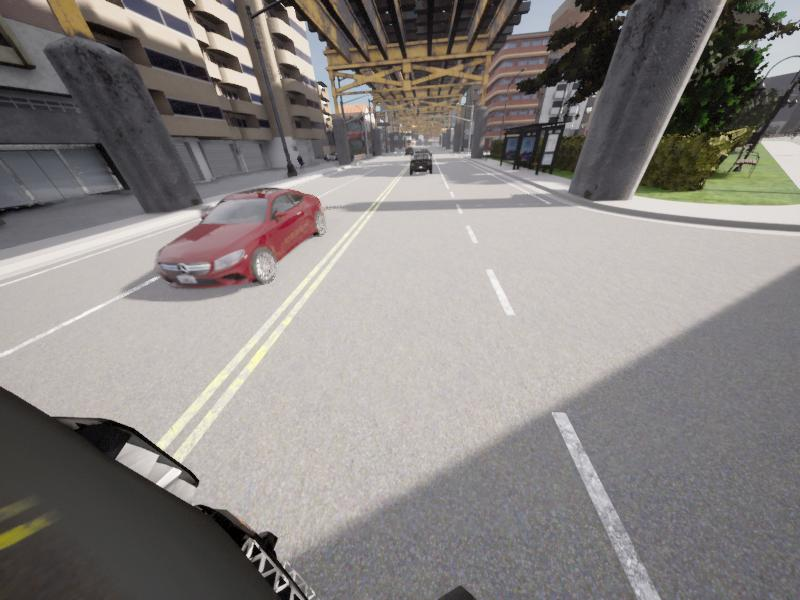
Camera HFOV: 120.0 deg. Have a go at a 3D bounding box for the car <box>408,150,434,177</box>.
[{"bbox_3d":[1.881,-12.092,20.250,1.930,1.638,5.238,1,34,6],"label":"car"}]

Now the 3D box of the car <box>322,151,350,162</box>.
[{"bbox_3d":[-12.439,-27.730,44.701,4.974,1.542,2.038,16,38,26],"label":"car"}]

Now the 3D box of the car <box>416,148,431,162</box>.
[{"bbox_3d":[3.539,-21.590,34.327,2.038,1.542,4.974,1,34,6],"label":"car"}]

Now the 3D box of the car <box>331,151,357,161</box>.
[{"bbox_3d":[-11.710,-30.051,48.090,4.974,1.542,2.038,-10,35,-11],"label":"car"}]

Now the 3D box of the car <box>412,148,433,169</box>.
[{"bbox_3d":[2.590,-16.030,26.061,2.152,1.651,5.027,1,34,6],"label":"car"}]

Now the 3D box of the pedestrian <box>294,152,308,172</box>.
[{"bbox_3d":[-10.684,-14.922,24.976,0.751,1.860,0.751,2,34,7],"label":"pedestrian"}]

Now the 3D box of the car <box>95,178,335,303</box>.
[{"bbox_3d":[-3.366,-1.861,5.652,1.812,1.442,4.674,1,34,6],"label":"car"}]

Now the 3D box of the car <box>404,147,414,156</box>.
[{"bbox_3d":[2.184,-33.916,52.656,1.930,1.638,5.238,1,34,6],"label":"car"}]
